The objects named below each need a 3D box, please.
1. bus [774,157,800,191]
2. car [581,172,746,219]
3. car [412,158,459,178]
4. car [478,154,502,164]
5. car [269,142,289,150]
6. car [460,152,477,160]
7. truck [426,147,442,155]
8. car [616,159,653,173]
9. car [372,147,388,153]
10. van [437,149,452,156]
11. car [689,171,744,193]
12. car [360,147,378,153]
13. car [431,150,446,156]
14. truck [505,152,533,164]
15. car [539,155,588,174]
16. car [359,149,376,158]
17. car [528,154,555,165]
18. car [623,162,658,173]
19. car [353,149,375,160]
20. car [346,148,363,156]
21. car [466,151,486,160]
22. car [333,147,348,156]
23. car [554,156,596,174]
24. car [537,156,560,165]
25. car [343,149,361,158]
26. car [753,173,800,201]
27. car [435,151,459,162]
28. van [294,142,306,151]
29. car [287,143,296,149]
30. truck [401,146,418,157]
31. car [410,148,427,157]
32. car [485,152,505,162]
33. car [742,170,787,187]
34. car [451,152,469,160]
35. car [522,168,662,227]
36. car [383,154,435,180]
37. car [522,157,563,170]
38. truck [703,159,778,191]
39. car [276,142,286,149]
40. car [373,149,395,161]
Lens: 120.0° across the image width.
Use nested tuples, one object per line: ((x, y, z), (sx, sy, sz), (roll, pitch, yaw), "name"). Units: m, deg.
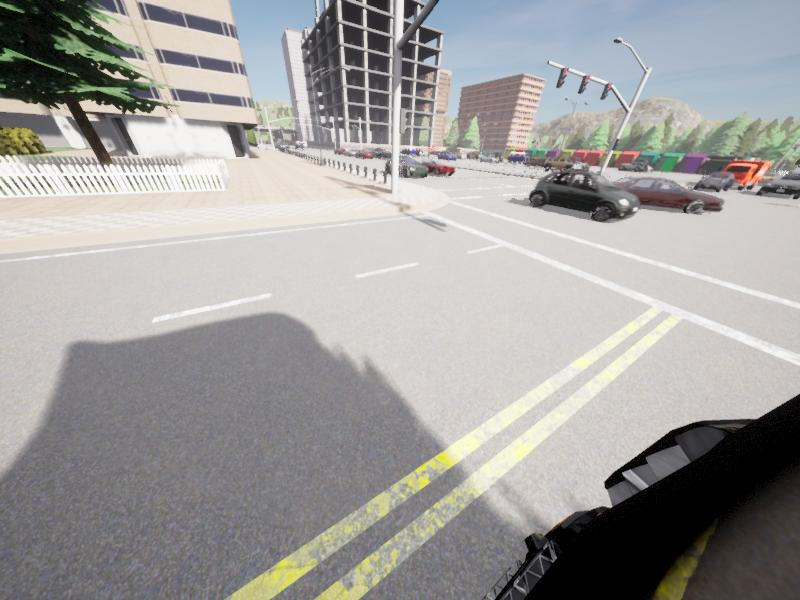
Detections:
((48.400, -14.797, 26.035), (10.273, 4.253, 3.944), (-15, 37, -25), "bus")
((13.112, -5.647, 12.170), (5.357, 1.411, 2.033), (18, 37, 22), "car")
((3.233, -12.769, 22.224), (1.895, 1.301, 4.718), (-16, 38, -26), "car")
((17.829, -27.956, 45.813), (1.970, 1.475, 3.806), (-16, 38, -26), "car")
((-34.683, -44.258, 66.391), (2.038, 1.542, 4.974), (11, 34, 12), "car")
((17.805, -37.620, 60.294), (1.784, 1.438, 3.905), (-16, 38, -26), "car")
((12.944, -57.272, 88.755), (5.204, 2.467, 2.627), (-16, 38, -26), "truck")
((41.177, -23.648, 40.673), (1.905, 1.878, 3.866), (-16, 38, -26), "car")
((-6.632, -49.080, 75.578), (4.892, 1.490, 1.837), (-16, 38, -26), "car")
((15.282, -51.035, 79.945), (4.480, 2.038, 2.069), (-16, 38, -26), "van")
((28.131, -10.534, 20.541), (3.633, 1.501, 1.845), (-15, 38, -25), "car")
((-10.343, -50.141, 77.140), (5.357, 1.411, 2.033), (-16, 38, -26), "car")
((13.931, -52.647, 82.801), (4.902, 1.511, 2.128), (-16, 38, -26), "car")
((25.343, -30.387, 49.432), (2.069, 2.038, 4.478), (-16, 38, -26), "truck")
((21.670, -18.124, 30.874), (1.932, 1.855, 4.605), (-16, 38, -26), "car")
((-6.827, -30.502, 48.006), (1.812, 1.442, 4.674), (-16, 38, -26), "car")
((32.426, -32.357, 53.105), (1.932, 1.855, 4.605), (-16, 38, -26), "car")
((43.679, -24.156, 42.059), (1.970, 1.475, 3.806), (-16, 38, -26), "car")
((-6.505, -26.345, 41.742), (2.163, 1.488, 4.792), (-16, 38, -26), "car")
((-10.465, -34.087, 53.169), (2.033, 1.411, 5.357), (-16, 38, -26), "car")
((20.112, -38.480, 61.383), (1.932, 1.855, 4.605), (-16, 38, -26), "car")
((-13.200, -32.949, 51.204), (1.812, 1.442, 4.674), (-16, 38, -26), "car")
((24.203, -18.806, 32.097), (1.905, 1.878, 3.866), (-16, 38, -26), "car")
((34.957, -32.862, 54.437), (1.784, 1.438, 3.905), (-16, 38, -26), "car")
((-9.703, -29.430, 46.309), (1.895, 1.301, 4.718), (-16, 38, -26), "car")
((32.372, -9.528, 19.266), (5.027, 1.651, 2.152), (-16, 38, -26), "car")
((9.753, -29.833, 47.893), (2.242, 1.667, 4.611), (-16, 38, -26), "car")
((-29.889, -45.869, 68.840), (2.069, 2.038, 4.480), (-16, 38, -26), "van")
((-37.257, -52.937, 79.372), (1.851, 1.617, 3.988), (-16, 38, -26), "car")
((2.250, -37.530, 58.424), (2.069, 2.038, 4.478), (-16, 38, -26), "truck")
((4.718, -38.197, 59.787), (1.932, 1.855, 4.605), (-16, 38, -26), "car")
((22.152, -33.476, 54.013), (1.905, 1.878, 3.866), (-16, 38, -26), "car")
((45.636, -15.247, 28.917), (5.366, 1.575, 1.801), (-15, 37, -25), "car")
((15.296, -36.883, 59.051), (1.970, 1.475, 3.806), (-16, 38, -26), "car")
((7.919, -4.626, 10.047), (1.851, 1.617, 3.988), (-18, 39, -28), "car")
((0.585, -11.631, 20.101), (2.038, 1.542, 4.974), (-16, 38, -26), "car")
((23.335, -22.482, 37.984), (2.033, 1.415, 5.357), (-16, 38, -26), "car")
((34.087, -12.543, 23.169), (5.204, 2.467, 2.627), (-15, 38, -25), "truck")
((-39.909, -51.756, 77.287), (2.033, 1.649, 4.856), (-16, 38, -26), "car")
((-3.071, -26.832, 42.684), (1.882, 1.535, 5.008), (-16, 38, -26), "car")
